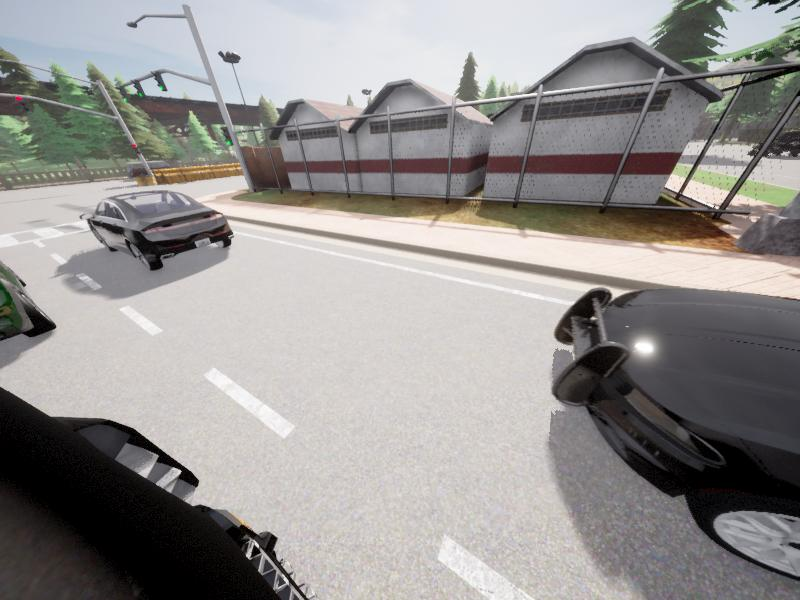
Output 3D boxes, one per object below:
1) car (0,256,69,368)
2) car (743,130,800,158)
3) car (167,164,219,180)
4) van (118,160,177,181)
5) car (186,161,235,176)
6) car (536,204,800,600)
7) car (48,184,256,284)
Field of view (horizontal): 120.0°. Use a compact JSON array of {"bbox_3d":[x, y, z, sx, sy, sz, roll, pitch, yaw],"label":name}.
[{"bbox_3d":[-7.428,-0.191,3.181,4.553,1.767,2.097,16,38,26],"label":"car"},{"bbox_3d":[32.790,-13.512,19.986,1.905,1.878,3.866,18,39,28],"label":"car"},{"bbox_3d":[-25.630,-16.034,28.820,1.994,1.385,4.181,15,37,24],"label":"car"},{"bbox_3d":[-32.739,-16.904,30.118,1.775,1.987,4.442,15,37,24],"label":"van"},{"bbox_3d":[-26.897,-18.846,33.023,2.128,1.511,4.902,15,37,24],"label":"car"},{"bbox_3d":[3.800,0.817,0.939,5.238,1.638,1.930,15,38,26],"label":"car"},{"bbox_3d":[-6.623,-2.083,6.225,4.902,1.511,2.128,16,38,26],"label":"car"}]
